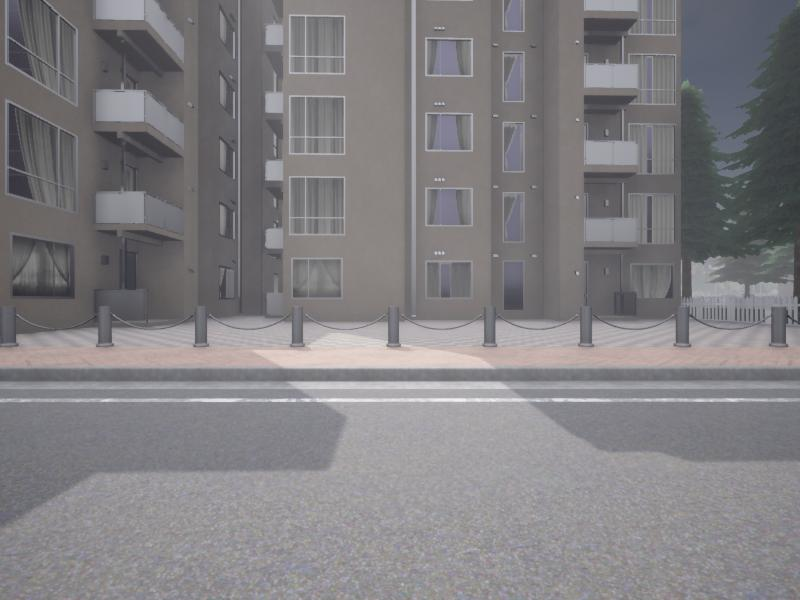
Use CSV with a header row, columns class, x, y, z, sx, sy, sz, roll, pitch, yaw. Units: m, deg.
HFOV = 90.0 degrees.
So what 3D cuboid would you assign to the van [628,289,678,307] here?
class,x,y,z,sx,sy,sz,roll,pitch,yaw
van,36.112,-0.276,57.241,5.915,2.561,1.988,0,0,-1
